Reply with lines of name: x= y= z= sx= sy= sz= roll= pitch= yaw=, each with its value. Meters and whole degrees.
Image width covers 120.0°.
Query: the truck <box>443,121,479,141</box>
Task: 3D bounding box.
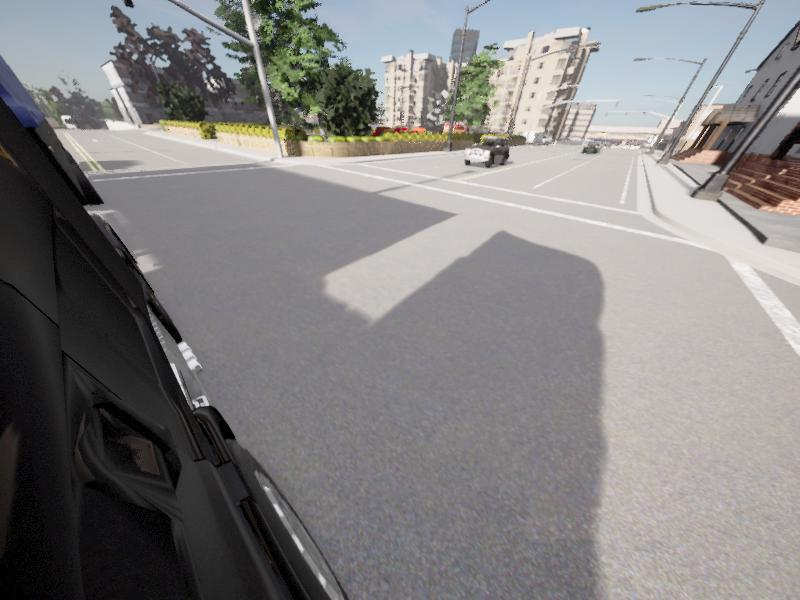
truck: x=15.897 y=-44.554 z=60.851 sx=8.468 sy=3.827 sz=2.891 roll=29 pitch=44 yaw=31

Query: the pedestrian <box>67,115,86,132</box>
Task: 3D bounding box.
pedestrian: x=-44.291 y=-24.177 z=31.661 sx=0.751 sy=1.860 sz=0.751 roll=32 pitch=46 yaw=33

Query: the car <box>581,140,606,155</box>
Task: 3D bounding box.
car: x=29.280 y=-23.114 z=34.968 sx=2.038 sy=1.542 sz=4.974 roll=28 pitch=44 yaw=30

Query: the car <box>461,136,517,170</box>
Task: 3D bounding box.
car: x=6.717 y=-11.182 z=17.394 sx=1.932 sy=1.855 sz=4.605 roll=28 pitch=44 yaw=30

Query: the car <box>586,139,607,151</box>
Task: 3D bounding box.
car: x=35.873 y=-28.337 z=42.262 sx=1.851 sy=1.617 sz=3.988 roll=19 pitch=40 yaw=20

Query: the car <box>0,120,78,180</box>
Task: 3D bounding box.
car: x=-16.409 y=-6.636 z=10.015 sx=4.553 sy=1.767 sz=2.097 roll=28 pitch=44 yaw=30

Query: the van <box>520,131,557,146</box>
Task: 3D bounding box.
van: x=30.613 y=-35.862 z=51.296 sx=6.366 sy=2.431 sz=2.351 roll=29 pitch=44 yaw=31

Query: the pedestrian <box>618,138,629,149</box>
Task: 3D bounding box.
pedestrian: x=48.409 y=-33.865 z=49.991 sx=0.751 sy=1.860 sz=0.751 roll=-25 pitch=45 yaw=-32

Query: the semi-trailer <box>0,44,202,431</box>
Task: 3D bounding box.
semi-trailer: x=-8.702 y=-3.597 z=4.232 sx=14.254 sy=4.402 sz=2.717 roll=28 pitch=44 yaw=30

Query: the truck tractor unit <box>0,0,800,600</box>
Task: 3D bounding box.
truck tractor unit: x=-2.645 y=-0.295 z=0.351 sx=6.516 sy=4.208 sz=3.053 roll=28 pitch=44 yaw=30
